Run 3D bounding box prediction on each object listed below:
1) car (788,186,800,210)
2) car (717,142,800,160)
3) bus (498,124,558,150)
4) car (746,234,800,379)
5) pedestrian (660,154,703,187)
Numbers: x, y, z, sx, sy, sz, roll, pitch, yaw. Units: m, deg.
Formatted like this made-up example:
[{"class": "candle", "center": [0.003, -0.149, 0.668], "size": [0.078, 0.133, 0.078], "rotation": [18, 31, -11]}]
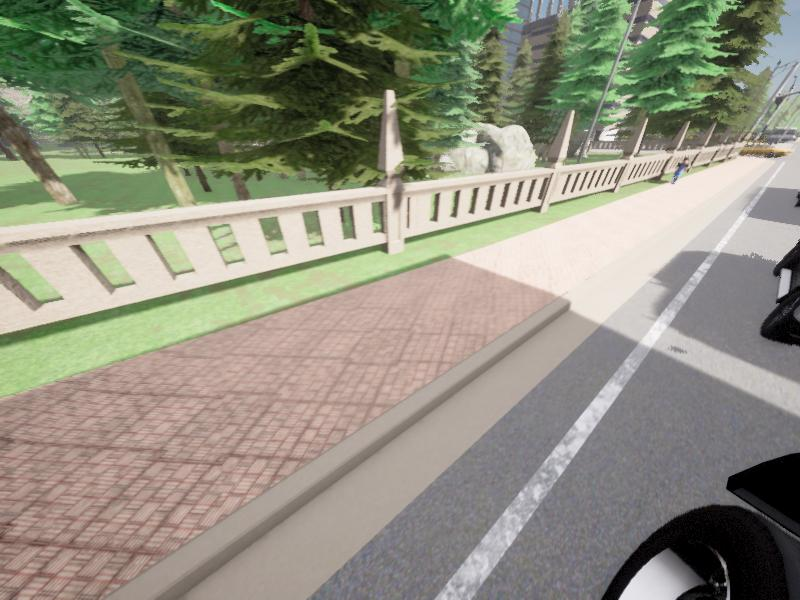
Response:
[{"class": "car", "center": [16.310, -4.136, 8.312], "size": [3.633, 1.501, 1.845], "rotation": [-22, 41, -28]}, {"class": "car", "center": [42.553, -17.835, 27.475], "size": [1.801, 1.575, 5.366], "rotation": [-9, 36, -12]}, {"class": "bus", "center": [27.772, -36.026, 51.065], "size": [3.944, 4.253, 10.273], "rotation": [-22, 41, -28]}, {"class": "car", "center": [6.726, -0.371, 2.744], "size": [4.605, 1.855, 1.932], "rotation": [-23, 41, -28]}, {"class": "pedestrian", "center": [13.981, -6.462, 11.520], "size": [0.751, 1.300, 0.751], "rotation": [-22, 41, -28]}]
